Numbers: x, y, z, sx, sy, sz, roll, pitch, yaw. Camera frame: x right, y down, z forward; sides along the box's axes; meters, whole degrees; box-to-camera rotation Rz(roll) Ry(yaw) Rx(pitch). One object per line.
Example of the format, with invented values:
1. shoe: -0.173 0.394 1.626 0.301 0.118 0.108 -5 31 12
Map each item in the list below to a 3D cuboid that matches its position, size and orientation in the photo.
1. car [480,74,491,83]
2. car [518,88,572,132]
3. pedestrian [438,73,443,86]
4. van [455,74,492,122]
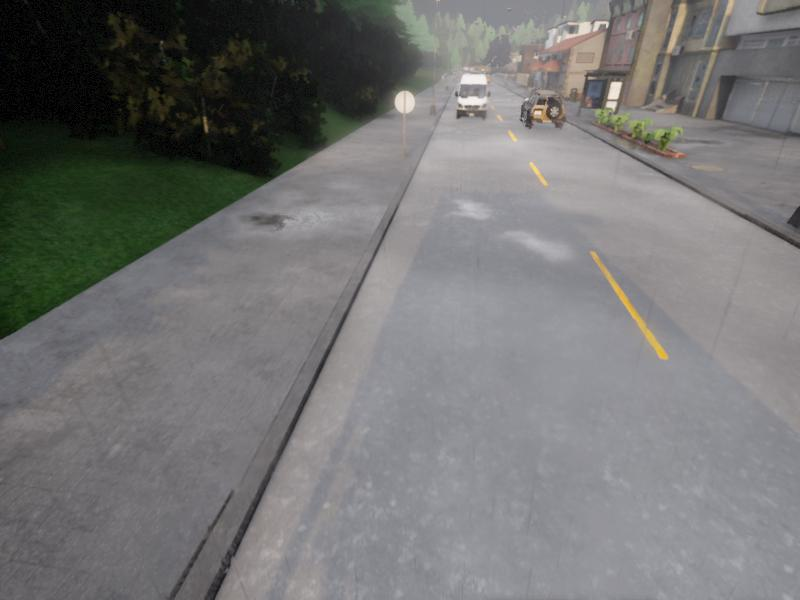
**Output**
1. car: 18.411 -47.726 86.226 1.882 1.535 5.008 4 31 7
2. car: 8.280 -11.149 23.271 1.932 1.855 4.605 4 31 7
3. pedestrian: 6.867 -37.646 68.338 0.751 1.860 0.751 2 30 4
4. van: 4.901 -13.839 27.190 1.988 2.561 5.915 4 31 7
